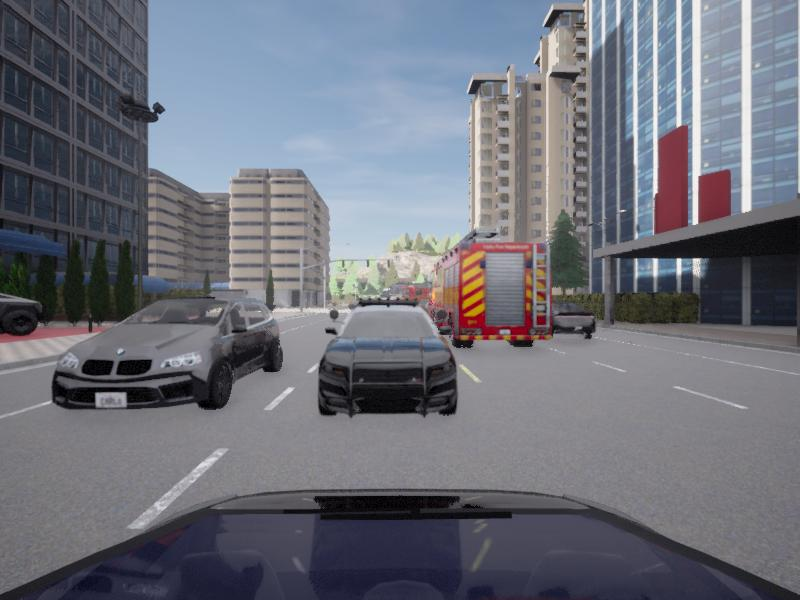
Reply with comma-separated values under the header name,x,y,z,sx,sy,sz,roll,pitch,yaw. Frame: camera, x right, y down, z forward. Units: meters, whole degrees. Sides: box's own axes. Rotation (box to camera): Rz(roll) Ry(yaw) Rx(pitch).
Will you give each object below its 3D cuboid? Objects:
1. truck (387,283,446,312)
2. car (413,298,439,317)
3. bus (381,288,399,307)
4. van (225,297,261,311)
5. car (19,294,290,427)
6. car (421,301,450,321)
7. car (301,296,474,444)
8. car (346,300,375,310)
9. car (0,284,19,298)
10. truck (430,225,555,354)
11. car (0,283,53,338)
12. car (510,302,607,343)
name,x,y,z,sx,sy,sz,roll,pitch,yaw
truck,2.398,-0.321,55.894,8.468,3.827,2.891,0,0,-41
car,2.490,0.694,39.057,2.097,1.767,4.553,0,0,-1
bus,-2.268,-0.539,93.695,3.944,4.253,10.273,0,0,-1
van,-22.666,0.598,57.894,4.442,1.987,1.775,0,0,-1
car,-3.711,0.757,7.337,2.242,1.667,4.611,0,0,-2
car,2.689,0.826,31.263,1.845,1.501,3.633,0,0,-1
car,-0.203,0.771,7.080,1.930,1.638,5.238,0,0,-1
car,-6.753,0.771,68.932,1.930,1.638,5.238,0,0,36
car,-16.357,-0.347,15.659,1.750,0.535,1.642,0,0,29
truck,3.074,-0.321,16.156,2.891,3.827,8.468,0,0,-1
car,-17.017,0.402,14.472,2.390,2.098,6.274,0,0,29
car,6.542,0.837,17.268,2.128,1.511,4.902,0,0,-1
